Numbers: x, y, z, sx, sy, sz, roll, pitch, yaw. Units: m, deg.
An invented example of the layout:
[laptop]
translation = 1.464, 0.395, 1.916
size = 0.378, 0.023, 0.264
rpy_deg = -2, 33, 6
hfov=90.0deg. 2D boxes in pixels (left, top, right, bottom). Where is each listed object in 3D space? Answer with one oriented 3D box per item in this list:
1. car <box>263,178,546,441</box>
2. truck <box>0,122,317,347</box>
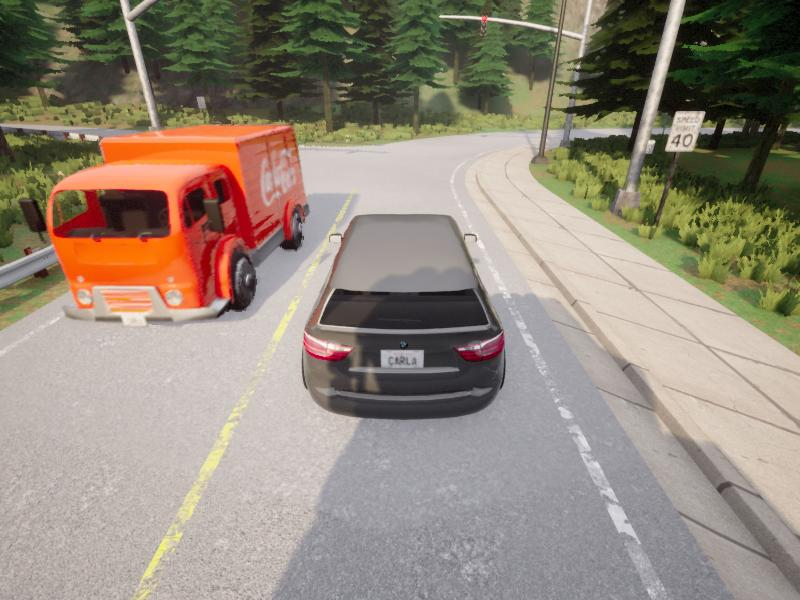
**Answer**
[car]
translation = 0.043, -0.416, 5.591
size = 2.242, 1.667, 4.611
rpy_deg = 0, 27, 0
[truck]
translation = -3.419, -1.660, 7.137
size = 2.627, 2.467, 5.204
rpy_deg = 0, 27, 1
